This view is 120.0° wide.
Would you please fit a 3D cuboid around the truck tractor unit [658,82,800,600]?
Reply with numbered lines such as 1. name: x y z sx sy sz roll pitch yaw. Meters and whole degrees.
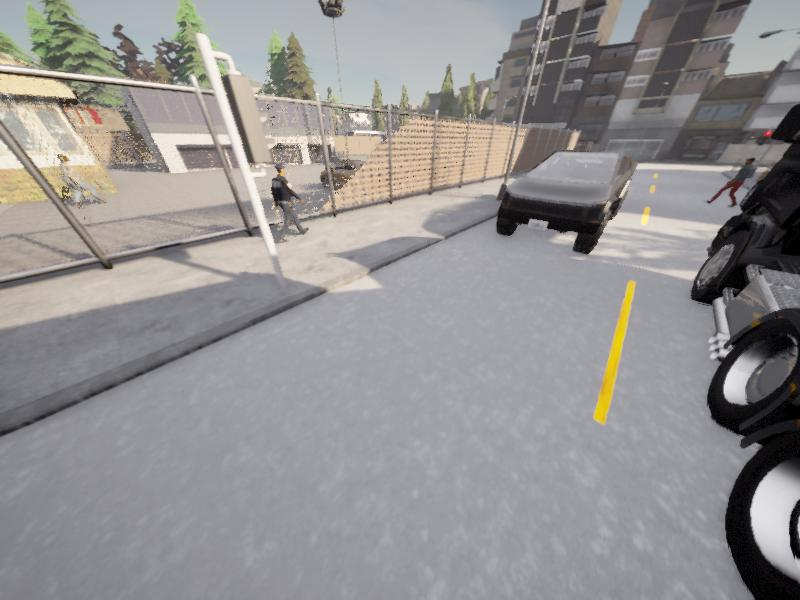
1. truck tractor unit: 4.772 -0.548 1.136 3.053 4.208 6.516 28 44 35

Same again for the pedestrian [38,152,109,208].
1. pedestrian: -12.799 -4.718 9.122 0.751 1.860 0.751 19 39 25

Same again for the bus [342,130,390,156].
1. bus: -7.046 -34.314 50.437 3.944 4.253 10.273 26 42 32

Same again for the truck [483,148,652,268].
1. truck: 5.363 -3.333 7.082 2.390 2.098 6.274 28 43 35

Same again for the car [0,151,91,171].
1. car: -37.168 -14.809 24.428 2.128 1.511 4.902 15 37 22

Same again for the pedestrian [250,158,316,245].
1. pedestrian: -2.854 -2.464 5.812 0.751 1.860 0.751 21 40 28

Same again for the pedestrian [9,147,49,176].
1. pedestrian: -28.270 -10.550 17.644 0.751 1.860 0.751 29 44 35

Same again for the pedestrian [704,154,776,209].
1. pedestrian: 13.620 -4.782 9.351 0.751 1.860 0.751 26 42 33
